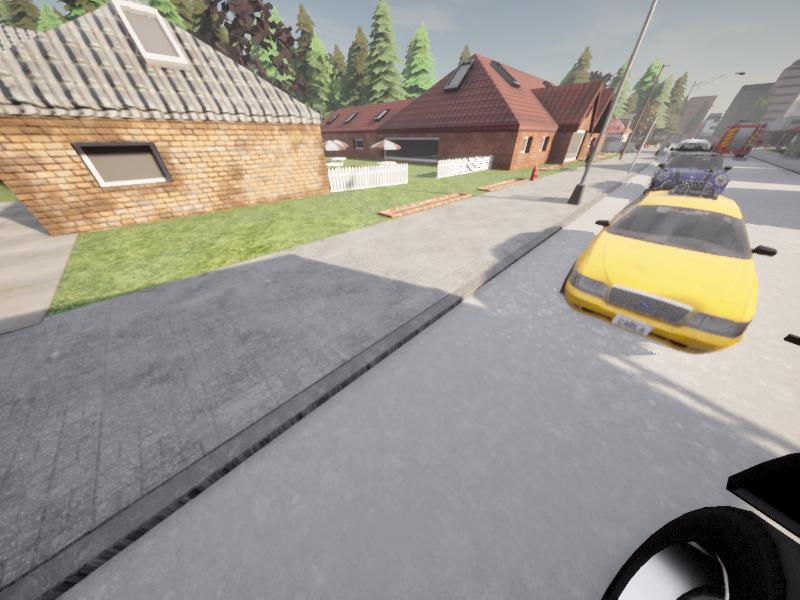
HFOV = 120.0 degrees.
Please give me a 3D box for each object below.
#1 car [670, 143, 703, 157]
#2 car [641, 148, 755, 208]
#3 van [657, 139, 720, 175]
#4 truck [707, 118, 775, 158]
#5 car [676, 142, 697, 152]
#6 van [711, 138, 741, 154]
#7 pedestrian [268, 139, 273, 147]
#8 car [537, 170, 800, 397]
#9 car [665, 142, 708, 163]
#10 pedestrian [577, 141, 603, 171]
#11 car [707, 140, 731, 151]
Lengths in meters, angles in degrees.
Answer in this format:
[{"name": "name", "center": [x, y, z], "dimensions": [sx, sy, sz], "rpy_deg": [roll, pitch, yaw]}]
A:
[{"name": "car", "center": [38.641, -20.306, 31.190], "dimensions": [4.792, 1.488, 2.163], "rpy_deg": [-30, 45, -35]}, {"name": "car", "center": [12.696, -5.592, 10.209], "dimensions": [2.097, 1.767, 4.553], "rpy_deg": [28, 44, 34]}, {"name": "van", "center": [21.594, -10.878, 17.441], "dimensions": [4.480, 2.038, 2.069], "rpy_deg": [-29, 44, -35]}, {"name": "truck", "center": [43.852, -20.996, 30.098], "dimensions": [8.468, 3.827, 2.891], "rpy_deg": [-29, 44, -35]}, {"name": "car", "center": [57.081, -30.561, 46.036], "dimensions": [4.902, 1.511, 2.128], "rpy_deg": [-30, 44, -35]}, {"name": "van", "center": [50.098, -23.785, 35.612], "dimensions": [4.442, 1.987, 1.775], "rpy_deg": [-30, 45, -35]}, {"name": "pedestrian", "center": [-38.070, -46.140, 67.861], "dimensions": [0.751, 1.860, 0.751], "rpy_deg": [-27, 43, -33]}, {"name": "car", "center": [4.620, -1.073, 4.035], "dimensions": [5.366, 1.575, 1.801], "rpy_deg": [-30, 44, -35]}, {"name": "car", "center": [31.155, -16.145, 25.172], "dimensions": [4.611, 1.667, 2.242], "rpy_deg": [-29, 44, -35]}, {"name": "pedestrian", "center": [14.351, -10.919, 17.481], "dimensions": [0.751, 1.860, 0.751], "rpy_deg": [29, 45, 35]}, {"name": "car", "center": [59.427, -28.928, 43.148], "dimensions": [5.238, 1.638, 1.930], "rpy_deg": [-29, 44, -35]}]
